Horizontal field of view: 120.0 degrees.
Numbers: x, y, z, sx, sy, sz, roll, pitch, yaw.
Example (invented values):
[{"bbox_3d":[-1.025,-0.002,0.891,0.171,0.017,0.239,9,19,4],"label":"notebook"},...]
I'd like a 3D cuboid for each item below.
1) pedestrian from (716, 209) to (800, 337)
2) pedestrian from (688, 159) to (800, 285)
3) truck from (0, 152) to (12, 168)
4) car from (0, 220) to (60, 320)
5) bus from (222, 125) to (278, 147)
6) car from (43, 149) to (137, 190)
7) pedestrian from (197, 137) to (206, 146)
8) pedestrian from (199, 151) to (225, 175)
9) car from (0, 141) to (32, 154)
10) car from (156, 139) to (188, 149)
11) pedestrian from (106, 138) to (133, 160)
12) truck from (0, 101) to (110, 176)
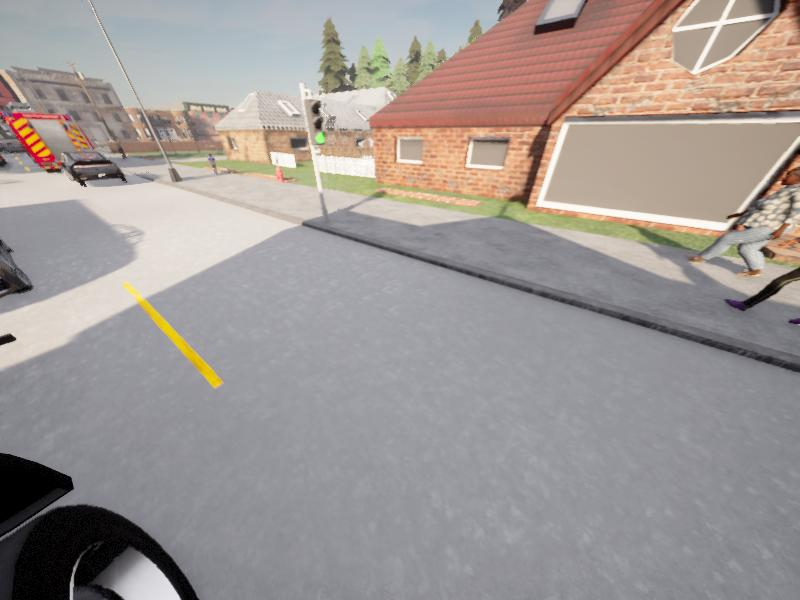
[{"bbox_3d":[5.326,-0.525,2.866,0.751,1.860,0.751,23,41,29],"label":"pedestrian"},{"bbox_3d":[6.253,-1.334,4.020,0.751,1.860,0.751,28,44,34],"label":"pedestrian"},{"bbox_3d":[-35.085,-12.270,18.788,5.204,2.467,2.627,22,41,28],"label":"truck"},{"bbox_3d":[-8.265,-0.853,3.717,4.902,1.511,2.128,20,40,26],"label":"car"},{"bbox_3d":[-37.199,-41.002,57.915,3.944,4.253,10.273,22,41,28],"label":"bus"},{"bbox_3d":[-17.396,-7.440,12.955,4.902,1.511,2.128,22,41,28],"label":"car"},{"bbox_3d":[-47.178,-37.586,54.826,0.751,1.860,0.751,15,38,19],"label":"pedestrian"},{"bbox_3d":[-12.432,-9.107,15.326,0.751,1.300,0.751,-12,37,-17],"label":"pedestrian"},{"bbox_3d":[-55.347,-21.355,32.312,3.806,1.475,1.970,2,35,2],"label":"car"},{"bbox_3d":[-46.882,-32.187,47.624,1.851,1.617,3.988,22,41,28],"label":"car"},{"bbox_3d":[-28.915,-15.601,23.873,0.751,1.860,0.751,5,36,7],"label":"pedestrian"},{"bbox_3d":[-26.040,-11.940,17.236,8.468,3.827,2.891,22,41,28],"label":"truck"}]
